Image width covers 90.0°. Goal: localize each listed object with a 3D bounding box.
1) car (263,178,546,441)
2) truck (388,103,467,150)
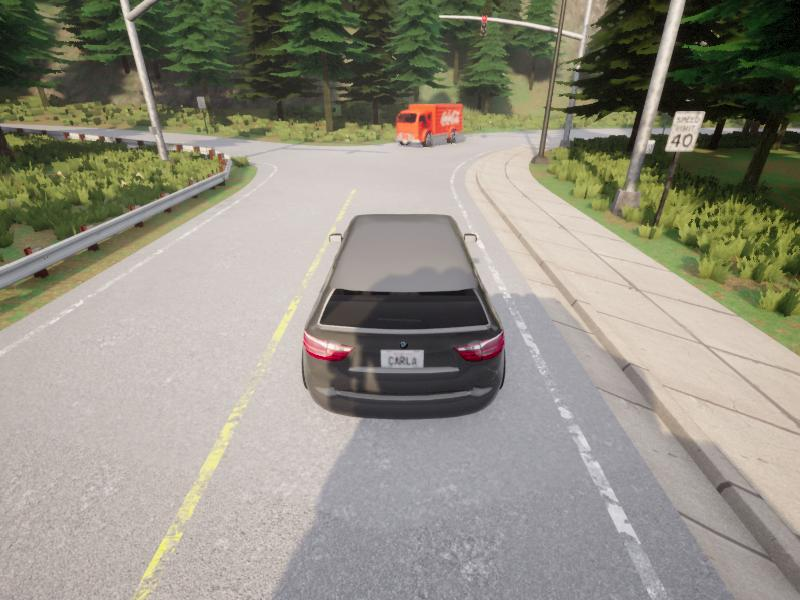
[{"bbox_3d":[0.042,-0.416,5.592,2.242,1.667,4.611,0,27,0],"label":"car"},{"bbox_3d":[1.893,-11.581,26.442,2.627,2.467,5.204,19,33,33],"label":"truck"}]
